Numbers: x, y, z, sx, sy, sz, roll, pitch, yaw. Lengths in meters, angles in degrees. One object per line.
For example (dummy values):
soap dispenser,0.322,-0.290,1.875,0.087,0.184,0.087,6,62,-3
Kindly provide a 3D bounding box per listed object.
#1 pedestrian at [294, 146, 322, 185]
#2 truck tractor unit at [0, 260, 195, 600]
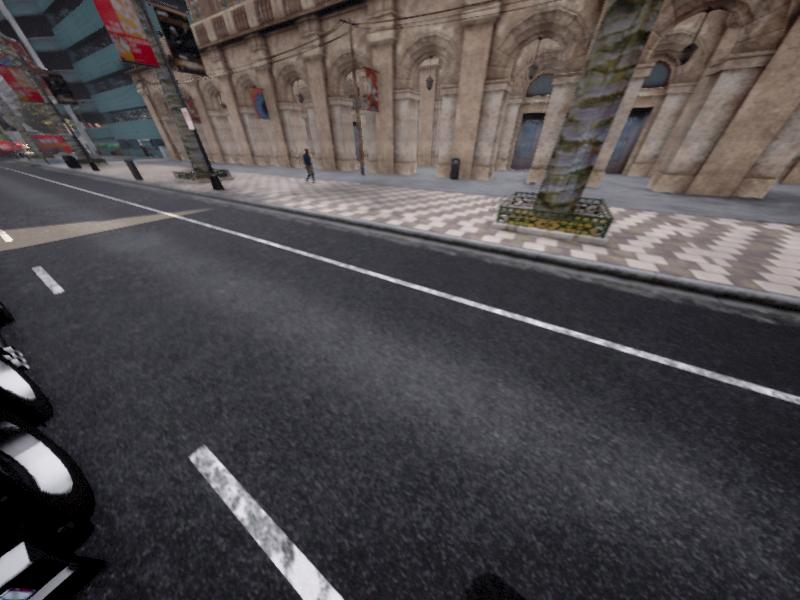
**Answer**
pedestrian,-5.175,-7.615,13.099,0.751,1.860,0.751,18,39,24
truck tractor unit,-5.104,-0.306,0.801,6.516,4.208,3.053,18,39,25
